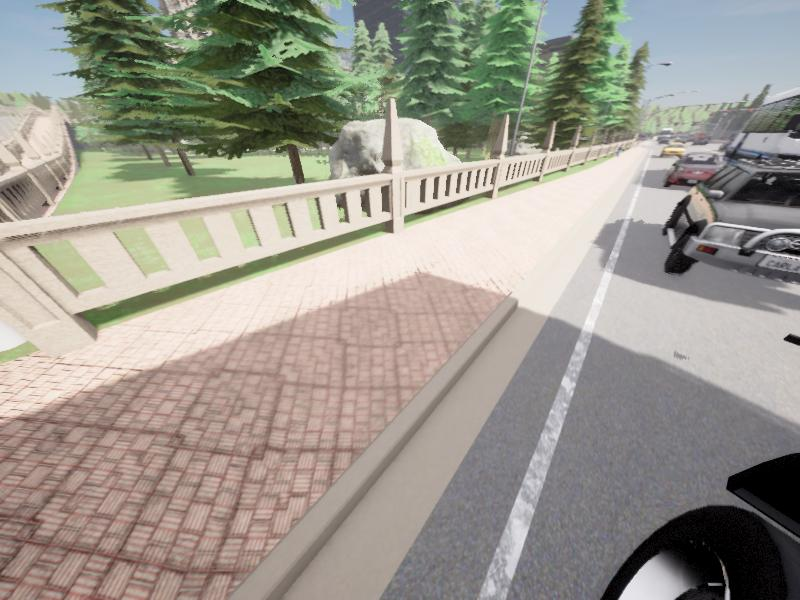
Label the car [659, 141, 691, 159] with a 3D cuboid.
[{"bbox_3d":[32.153,-17.643,27.143,1.801,1.575,5.366,27,44,34],"label":"car"}]

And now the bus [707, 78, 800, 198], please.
[{"bbox_3d":[20.477,-8.179,11.508,3.944,4.253,10.273,27,44,34],"label":"bus"}]

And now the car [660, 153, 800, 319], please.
[{"bbox_3d":[7.057,-1.666,4.560,1.932,1.855,4.605,27,44,34],"label":"car"}]

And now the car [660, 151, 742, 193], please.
[{"bbox_3d":[15.097,-6.680,11.867,1.845,1.501,3.633,27,43,34],"label":"car"}]

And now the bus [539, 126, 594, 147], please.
[{"bbox_3d":[43.381,-42.782,60.603,10.273,4.253,3.944,27,44,34],"label":"bus"}]

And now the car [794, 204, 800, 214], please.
[{"bbox_3d":[13.442,-2.673,6.090,1.851,1.617,3.988,27,43,34],"label":"car"}]

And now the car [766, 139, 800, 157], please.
[{"bbox_3d":[47.115,-18.326,27.727,2.152,1.651,5.027,27,44,34],"label":"car"}]

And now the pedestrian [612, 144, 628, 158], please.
[{"bbox_3d":[24.710,-16.767,26.002,0.751,1.300,0.751,-28,43,-33],"label":"pedestrian"}]

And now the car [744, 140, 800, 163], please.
[{"bbox_3d":[36.552,-14.526,22.529,2.152,1.651,5.027,27,44,34],"label":"car"}]

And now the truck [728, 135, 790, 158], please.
[{"bbox_3d":[41.951,-18.188,27.237,2.390,2.098,6.274,27,44,34],"label":"truck"}]
